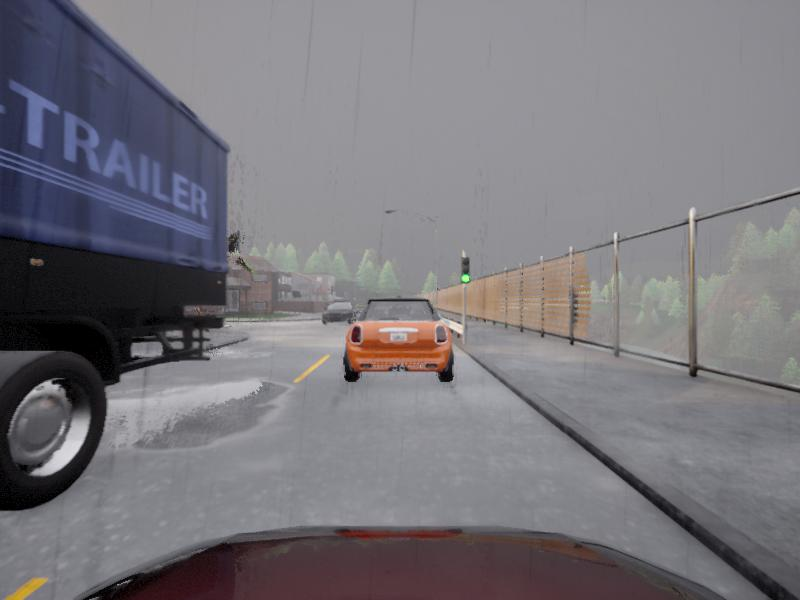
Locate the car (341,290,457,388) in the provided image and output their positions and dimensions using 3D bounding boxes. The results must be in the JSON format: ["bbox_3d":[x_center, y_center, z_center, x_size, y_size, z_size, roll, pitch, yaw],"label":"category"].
[{"bbox_3d":[-0.015,0.709,9.517,2.097,1.767,4.553,0,0,0],"label":"car"}]

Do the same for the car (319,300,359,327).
[{"bbox_3d":[-3.981,0.810,27.029,1.930,1.638,5.238,0,0,0],"label":"car"}]
